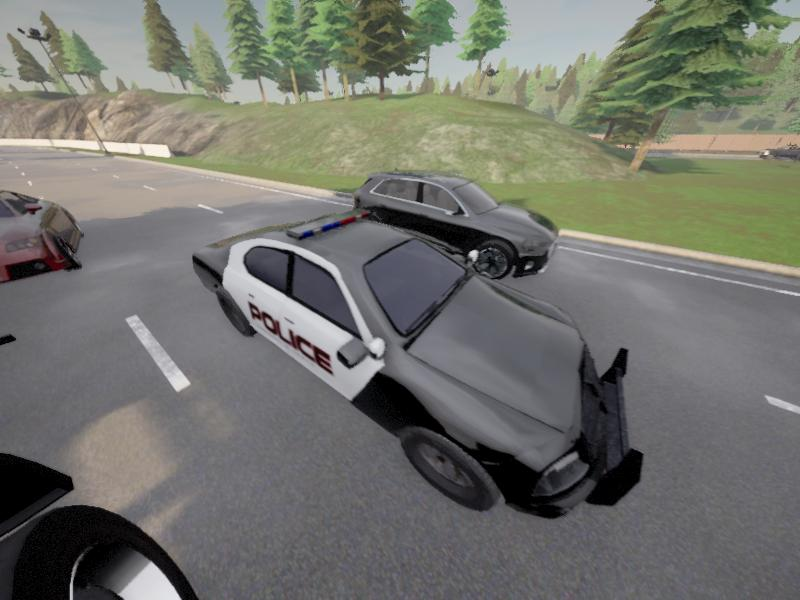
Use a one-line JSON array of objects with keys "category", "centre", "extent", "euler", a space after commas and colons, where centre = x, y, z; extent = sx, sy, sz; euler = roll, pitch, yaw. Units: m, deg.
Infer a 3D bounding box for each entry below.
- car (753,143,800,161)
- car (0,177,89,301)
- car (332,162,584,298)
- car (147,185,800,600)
[{"category": "car", "centre": [54.205, -20.724, 32.310], "extent": [4.605, 1.855, 1.932], "euler": [22, 40, 28]}, {"category": "car", "centre": [-8.243, -1.347, 4.567], "extent": [4.181, 1.385, 1.994], "euler": [29, 44, 34]}, {"category": "car", "centre": [0.994, -2.026, 5.392], "extent": [4.856, 1.649, 2.033], "euler": [23, 41, 27]}, {"category": "car", "centre": [-0.371, -0.085, 2.703], "extent": [4.974, 1.542, 2.038], "euler": [22, 41, 28]}]
